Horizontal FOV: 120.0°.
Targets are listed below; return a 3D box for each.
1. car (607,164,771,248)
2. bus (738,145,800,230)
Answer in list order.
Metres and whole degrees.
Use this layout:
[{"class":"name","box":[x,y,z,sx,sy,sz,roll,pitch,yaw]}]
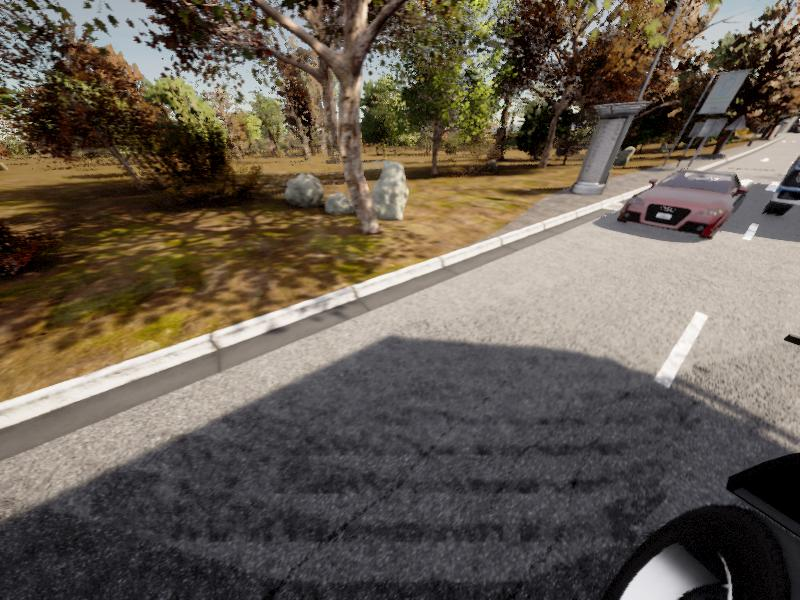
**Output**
[{"class":"car","box":[8.439,-2.986,6.774,4.181,1.385,1.994,-22,41,-27]},{"class":"bus","box":[15.848,-5.025,7.006,10.273,4.253,3.944,-22,41,-27]}]
